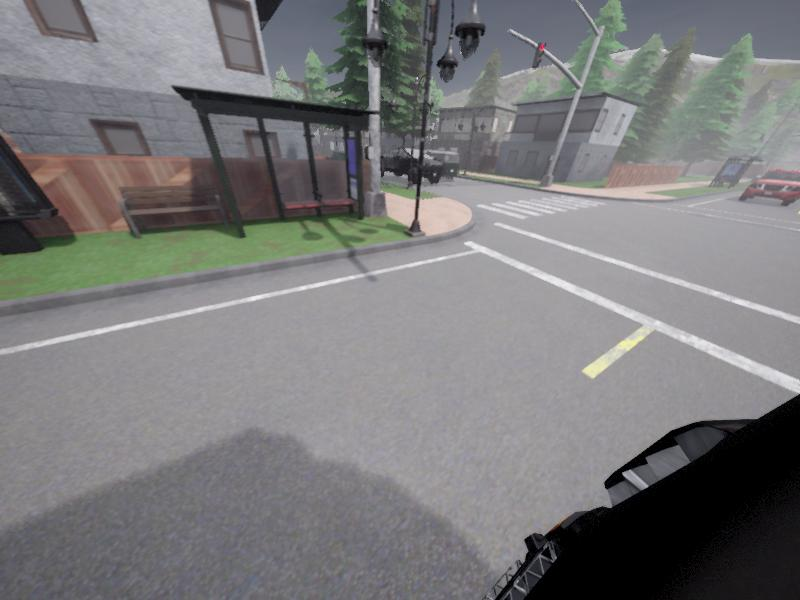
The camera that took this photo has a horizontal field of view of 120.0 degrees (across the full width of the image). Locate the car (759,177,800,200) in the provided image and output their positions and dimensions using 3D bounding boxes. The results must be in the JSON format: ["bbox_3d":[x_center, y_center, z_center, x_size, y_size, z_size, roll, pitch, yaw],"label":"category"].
[{"bbox_3d":[33.601,-9.685,19.951,4.181,1.385,1.994,-16,38,-26],"label":"car"}]

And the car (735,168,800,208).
[{"bbox_3d":[26.702,-8.003,16.259,5.566,2.045,2.150,-16,38,-26],"label":"car"}]

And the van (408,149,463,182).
[{"bbox_3d":[2.796,-11.411,19.471,1.775,1.987,4.442,-21,41,-32],"label":"van"}]

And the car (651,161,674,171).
[{"bbox_3d":[62.678,-32.059,55.139,4.605,1.855,1.932,-17,38,-27],"label":"car"}]

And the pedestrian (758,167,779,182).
[{"bbox_3d":[55.802,-19.033,35.003,0.751,1.860,0.751,27,40,31],"label":"pedestrian"}]

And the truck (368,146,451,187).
[{"bbox_3d":[0.397,-10.072,17.167,2.390,2.098,6.274,-22,41,-33],"label":"truck"}]
